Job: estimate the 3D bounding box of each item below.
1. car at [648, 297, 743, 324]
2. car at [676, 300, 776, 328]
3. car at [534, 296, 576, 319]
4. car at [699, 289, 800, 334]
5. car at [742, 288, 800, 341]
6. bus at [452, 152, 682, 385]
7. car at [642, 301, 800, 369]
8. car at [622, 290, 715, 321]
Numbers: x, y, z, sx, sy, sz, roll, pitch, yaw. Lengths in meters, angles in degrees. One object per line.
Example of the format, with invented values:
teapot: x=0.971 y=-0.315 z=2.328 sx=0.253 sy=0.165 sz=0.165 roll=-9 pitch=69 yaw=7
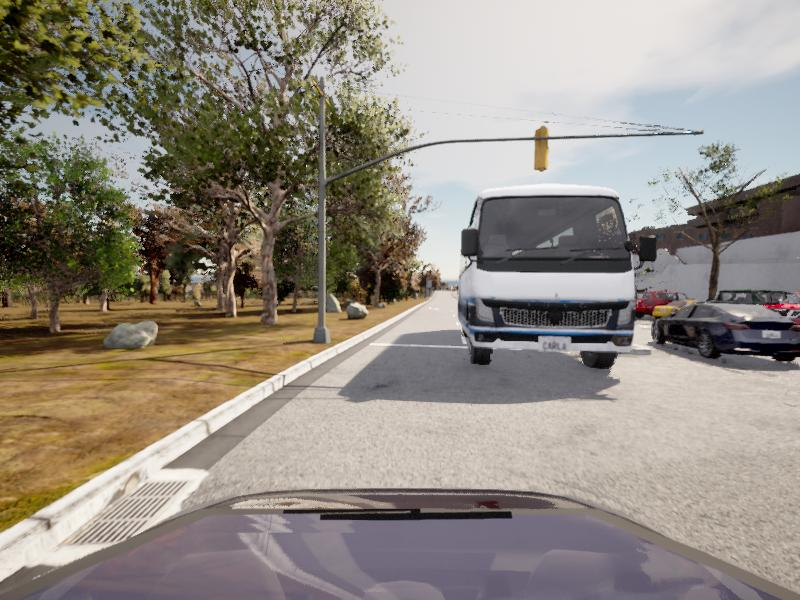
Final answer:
car: x=19.179 y=0.686 z=26.006 sx=5.366 sy=1.575 sz=1.946 roll=1 pitch=1 yaw=-14
car: x=18.671 y=0.784 z=22.977 sx=4.674 sy=1.452 sz=2.002 roll=1 pitch=1 yaw=-14
car: x=11.223 y=0.509 z=29.237 sx=1.816 sy=1.474 sz=4.193 roll=1 pitch=1 yaw=6
car: x=18.384 y=0.553 z=19.989 sx=5.566 sy=2.045 sz=2.435 roll=1 pitch=1 yaw=-14
car: x=17.996 y=0.611 z=16.977 sx=5.566 sy=2.045 sz=2.435 roll=1 pitch=2 yaw=-14
bus: x=3.748 y=-0.647 z=12.652 sx=3.944 sy=4.253 sz=10.273 roll=1 pitch=1 yaw=7
car: x=9.397 y=0.843 z=11.926 sx=2.163 sy=1.488 sz=4.792 roll=1 pitch=1 yaw=11
car: x=19.351 y=0.376 z=28.949 sx=5.566 sy=2.045 sz=2.435 roll=1 pitch=1 yaw=-14
